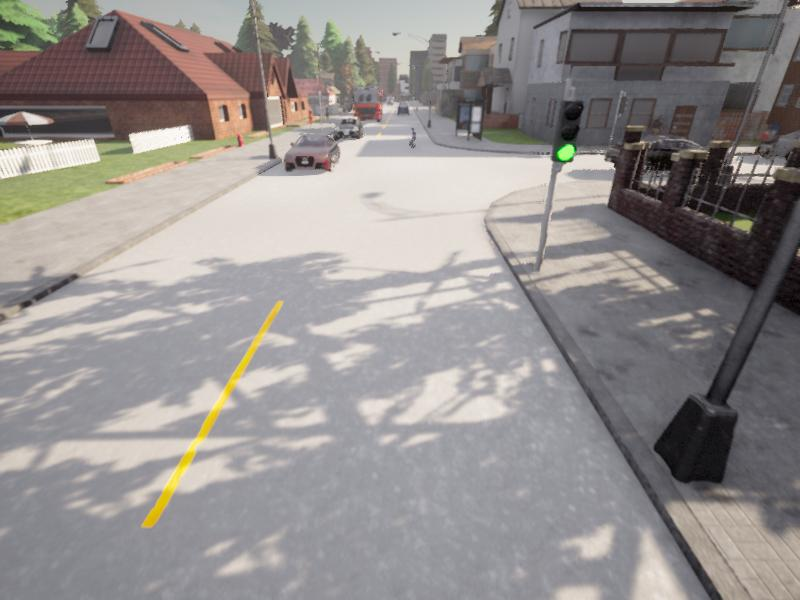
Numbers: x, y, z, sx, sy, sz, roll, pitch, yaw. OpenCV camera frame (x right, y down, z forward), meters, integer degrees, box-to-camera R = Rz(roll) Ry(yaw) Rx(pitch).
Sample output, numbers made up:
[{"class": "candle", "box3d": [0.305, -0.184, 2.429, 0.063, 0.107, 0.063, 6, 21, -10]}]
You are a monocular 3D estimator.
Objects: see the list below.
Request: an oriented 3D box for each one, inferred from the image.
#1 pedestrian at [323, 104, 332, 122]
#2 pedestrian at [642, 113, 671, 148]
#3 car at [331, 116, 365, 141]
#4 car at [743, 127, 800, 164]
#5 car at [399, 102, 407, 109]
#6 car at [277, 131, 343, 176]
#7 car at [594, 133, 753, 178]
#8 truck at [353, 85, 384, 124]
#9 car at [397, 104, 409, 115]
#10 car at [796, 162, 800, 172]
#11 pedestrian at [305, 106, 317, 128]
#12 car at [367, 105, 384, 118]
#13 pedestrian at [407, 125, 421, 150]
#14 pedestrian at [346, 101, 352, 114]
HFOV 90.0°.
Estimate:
[{"class": "pedestrian", "box3d": [-8.258, -21.285, 45.529, 0.751, 1.860, 0.751, -10, 29, -19]}, {"class": "pedestrian", "box3d": [15.415, -10.189, 24.082, 0.751, 1.860, 0.751, 0, 27, 0]}, {"class": "car", "box3d": [-3.778, -12.852, 29.892, 1.970, 1.475, 3.806, 0, 27, 0]}, {"class": "car", "box3d": [20.984, -7.880, 20.307, 4.902, 1.511, 2.128, 0, 27, 0]}, {"class": "car", "box3d": [0.785, -48.307, 99.237, 1.970, 1.475, 3.806, 0, 27, 0]}, {"class": "car", "box3d": [-3.871, -6.686, 18.052, 1.994, 1.385, 4.181, 0, 27, 0]}, {"class": "car", "box3d": [11.254, -6.101, 16.817, 4.902, 1.511, 2.128, 0, 27, 0]}, {"class": "truck", "box3d": [-3.626, -23.420, 47.827, 2.891, 3.827, 8.468, 0, 27, 0]}, {"class": "car", "box3d": [0.512, -31.129, 65.285, 1.882, 1.535, 5.008, 0, 27, 0]}, {"class": "car", "box3d": [20.075, -6.019, 16.566, 4.856, 1.649, 2.033, -1, 27, -1]}, {"class": "pedestrian", "box3d": [-8.394, -17.257, 37.717, 0.751, 1.860, 0.751, 3, 27, 5]}, {"class": "car", "box3d": [-3.547, -27.273, 57.822, 2.128, 1.511, 4.902, 0, 27, 0]}, {"class": "pedestrian", "box3d": [0.828, -9.820, 24.169, 0.751, 1.300, 0.751, 3, 27, 6]}, {"class": "pedestrian", "box3d": [-8.277, -31.094, 64.551, 0.751, 1.860, 0.751, 2, 27, 3]}]
